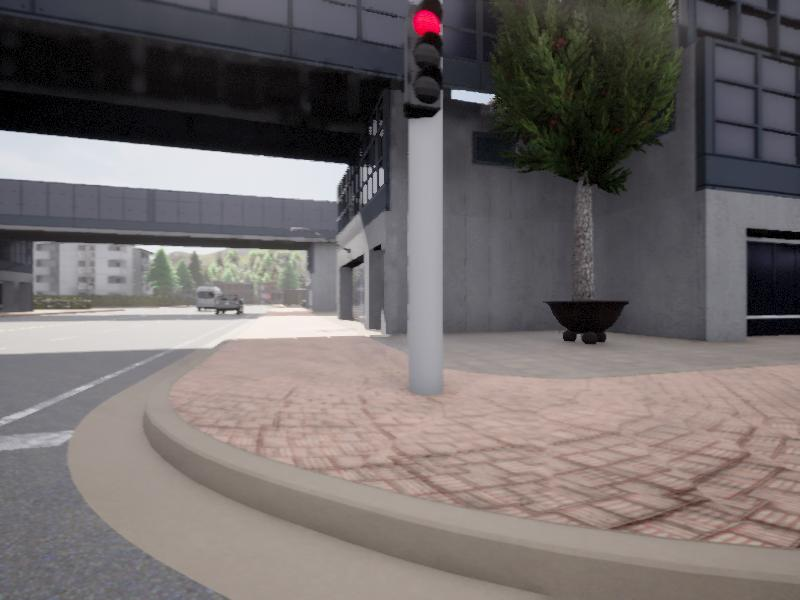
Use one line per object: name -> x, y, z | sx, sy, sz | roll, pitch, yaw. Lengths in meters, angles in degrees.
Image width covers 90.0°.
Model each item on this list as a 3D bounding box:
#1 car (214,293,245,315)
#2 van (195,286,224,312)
car -> -13.501, 0.322, 31.843 | 1.851, 1.617, 3.988 | 0, 0, -16
van -> -20.538, -0.095, 43.386 | 1.988, 2.561, 5.915 | 0, 0, -16
